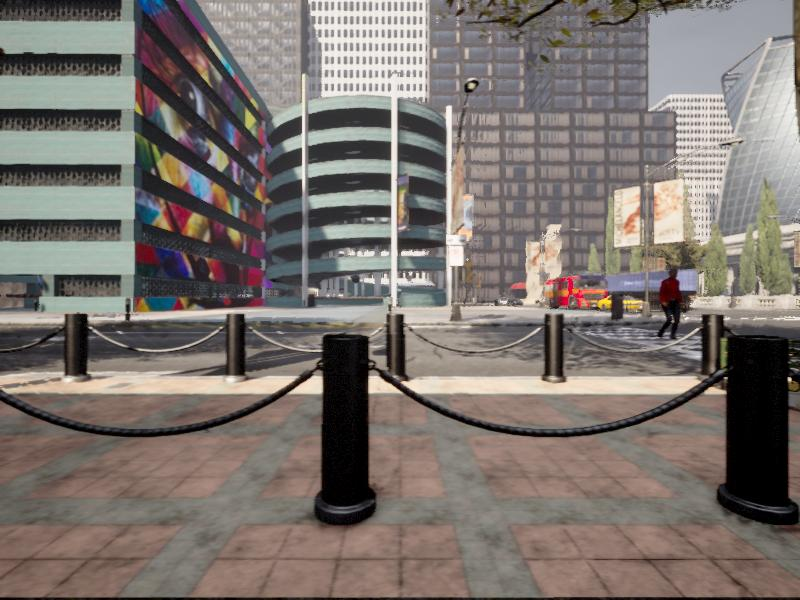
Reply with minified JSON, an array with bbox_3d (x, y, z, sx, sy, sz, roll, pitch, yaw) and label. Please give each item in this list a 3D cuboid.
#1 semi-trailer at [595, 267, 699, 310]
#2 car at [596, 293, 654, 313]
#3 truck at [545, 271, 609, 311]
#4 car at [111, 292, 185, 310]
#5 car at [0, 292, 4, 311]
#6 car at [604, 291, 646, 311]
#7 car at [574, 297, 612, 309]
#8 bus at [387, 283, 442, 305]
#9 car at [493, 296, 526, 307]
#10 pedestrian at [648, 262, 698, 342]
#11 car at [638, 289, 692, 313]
[{"bbox_3d":[28.698,-1.183,47.957,2.717,4.402,14.254,0,0,-4],"label":"semi-trailer"},{"bbox_3d":[18.549,0.227,33.313,1.801,1.575,5.366,0,0,0],"label":"car"},{"bbox_3d":[18.518,-0.896,42.577,2.891,3.827,8.468,0,0,-1],"label":"truck"},{"bbox_3d":[-21.075,0.085,33.619,4.902,1.511,2.128,0,0,0],"label":"car"},{"bbox_3d":[-32.655,0.108,29.471,4.786,1.482,2.161,0,0,0],"label":"car"},{"bbox_3d":[22.009,0.076,39.290,1.905,1.878,3.866,0,0,-1],"label":"car"},{"bbox_3d":[21.901,0.374,45.605,1.895,1.301,4.718,0,0,-3],"label":"car"},{"bbox_3d":[2.865,-1.128,79.206,10.273,4.253,3.944,0,-2,14],"label":"bus"},{"bbox_3d":[16.084,0.249,58.894,2.038,1.542,4.974,0,0,-23],"label":"car"},{"bbox_3d":[6.650,0.046,9.788,0.751,1.860,0.751,0,0,6],"label":"pedestrian"},{"bbox_3d":[22.038,0.076,33.406,1.905,1.878,3.866,0,0,-1],"label":"car"}]
